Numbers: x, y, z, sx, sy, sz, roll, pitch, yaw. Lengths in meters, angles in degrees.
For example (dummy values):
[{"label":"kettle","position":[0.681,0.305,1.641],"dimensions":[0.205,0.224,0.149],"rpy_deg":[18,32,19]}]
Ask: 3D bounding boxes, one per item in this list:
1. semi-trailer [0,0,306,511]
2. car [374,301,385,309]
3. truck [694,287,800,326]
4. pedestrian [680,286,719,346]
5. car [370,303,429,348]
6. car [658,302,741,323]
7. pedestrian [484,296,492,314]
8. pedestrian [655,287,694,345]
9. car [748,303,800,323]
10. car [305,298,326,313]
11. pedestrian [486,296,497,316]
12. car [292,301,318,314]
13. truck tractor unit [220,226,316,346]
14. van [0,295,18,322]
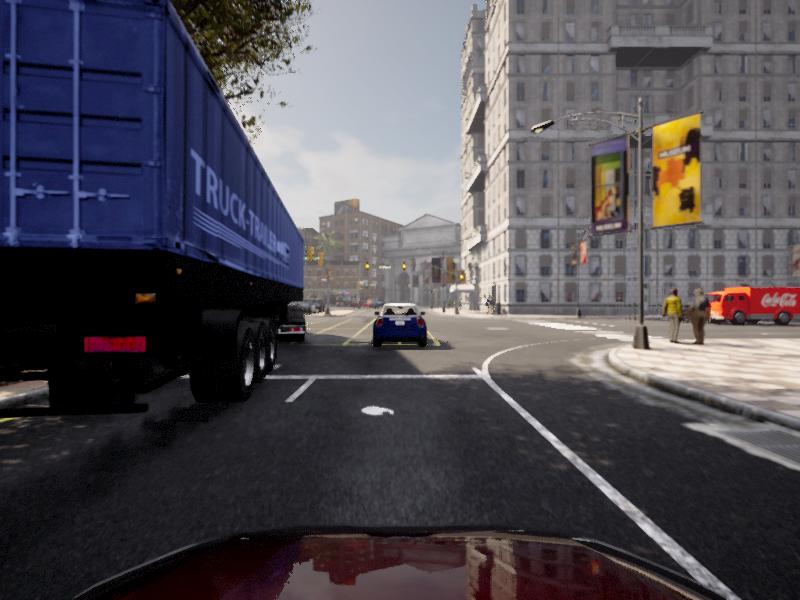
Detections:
[{"label":"semi-trailer","position":[-4.269,-0.606,10.013],"dimensions":[2.717,4.402,14.254],"rpy_deg":[0,0,-9]},{"label":"car","position":[-3.938,0.979,75.448],"dimensions":[1.812,1.442,4.674],"rpy_deg":[0,0,-6]},{"label":"truck","position":[23.017,0.395,26.438],"dimensions":[5.204,2.467,2.627],"rpy_deg":[0,0,-1]},{"label":"pedestrian","position":[9.635,0.504,12.903],"dimensions":[0.751,1.860,0.751],"rpy_deg":[0,0,8]},{"label":"car","position":[-0.005,0.875,15.255],"dimensions":[1.970,1.475,3.806],"rpy_deg":[0,0,0]},{"label":"car","position":[22.309,0.888,29.926],"dimensions":[4.892,1.490,1.837],"rpy_deg":[0,0,0]},{"label":"pedestrian","position":[9.237,0.546,41.898],"dimensions":[0.751,1.860,0.751],"rpy_deg":[0,0,4]},{"label":"pedestrian","position":[9.051,0.504,13.211],"dimensions":[0.751,1.860,0.751],"rpy_deg":[0,0,-15]},{"label":"car","position":[29.651,0.938,29.966],"dimensions":[5.357,1.411,2.033],"rpy_deg":[0,0,0]},{"label":"car","position":[-11.525,0.732,55.079],"dimensions":[1.932,1.855,4.605],"rpy_deg":[0,0,0]},{"label":"pedestrian","position":[8.738,0.540,38.145],"dimensions":[0.751,1.860,0.751],"rpy_deg":[0,0,-22]},{"label":"car","position":[-11.524,0.897,48.828],"dimensions":[2.038,1.542,4.974],"rpy_deg":[0,0,0]},{"label":"truck tractor unit","position":[-6.088,-0.499,17.643],"dimensions":[3.053,4.208,6.516],"rpy_deg":[0,0,-27]},{"label":"van","position":[-31.340,0.642,29.606],"dimensions":[4.442,1.987,1.775],"rpy_deg":[0,0,0]}]
